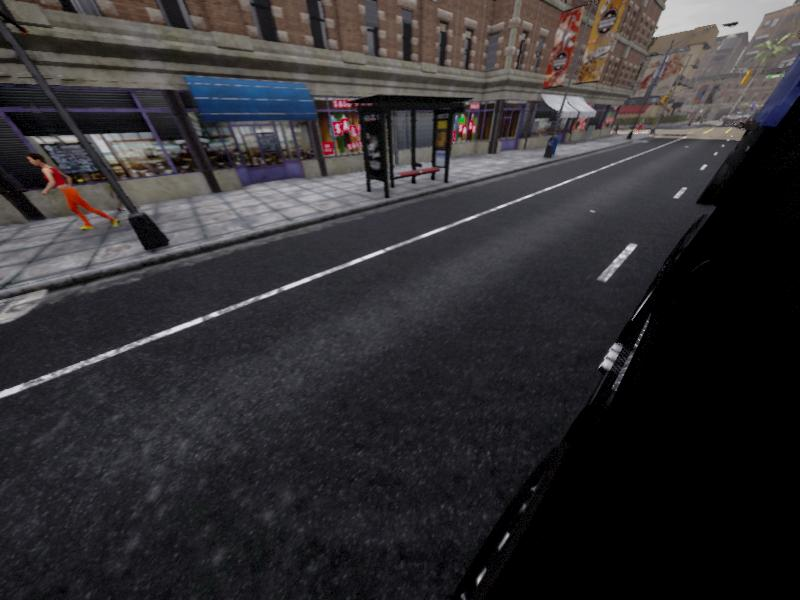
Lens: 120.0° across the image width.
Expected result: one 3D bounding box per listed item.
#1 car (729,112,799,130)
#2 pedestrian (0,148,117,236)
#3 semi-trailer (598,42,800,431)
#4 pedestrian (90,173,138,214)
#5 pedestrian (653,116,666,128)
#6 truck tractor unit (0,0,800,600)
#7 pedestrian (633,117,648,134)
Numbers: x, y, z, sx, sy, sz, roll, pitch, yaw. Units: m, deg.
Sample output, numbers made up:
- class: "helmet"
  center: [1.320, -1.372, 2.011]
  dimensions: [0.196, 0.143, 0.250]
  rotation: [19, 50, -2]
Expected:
- class: "car"
  center: [50.628, -24.891, 32.307]
  dimensions: [1.932, 1.855, 4.605]
  rotation: [-6, 37, -6]
- class: "pedestrian"
  center: [-8.488, -2.726, 5.907]
  dimensions: [0.751, 1.860, 0.751]
  rotation: [-32, 46, -33]
- class: "semi-trailer"
  center: [8.701, -3.594, 4.239]
  dimensions: [14.254, 4.402, 2.717]
  rotation: [-28, 44, -30]
- class: "pedestrian"
  center: [-9.415, -3.524, 7.654]
  dimensions: [0.500, 1.100, 0.500]
  rotation: [-28, 44, -30]
- class: "pedestrian"
  center: [53.528, -36.721, 47.614]
  dimensions: [0.751, 1.860, 0.751]
  rotation: [-3, 37, -1]
- class: "truck tractor unit"
  center: [2.645, -0.295, 0.351]
  dimensions: [6.516, 4.208, 3.053]
  rotation: [-28, 44, -30]
- class: "pedestrian"
  center: [34.859, -25.272, 33.440]
  dimensions: [0.751, 1.860, 0.751]
  rotation: [-31, 45, -33]
